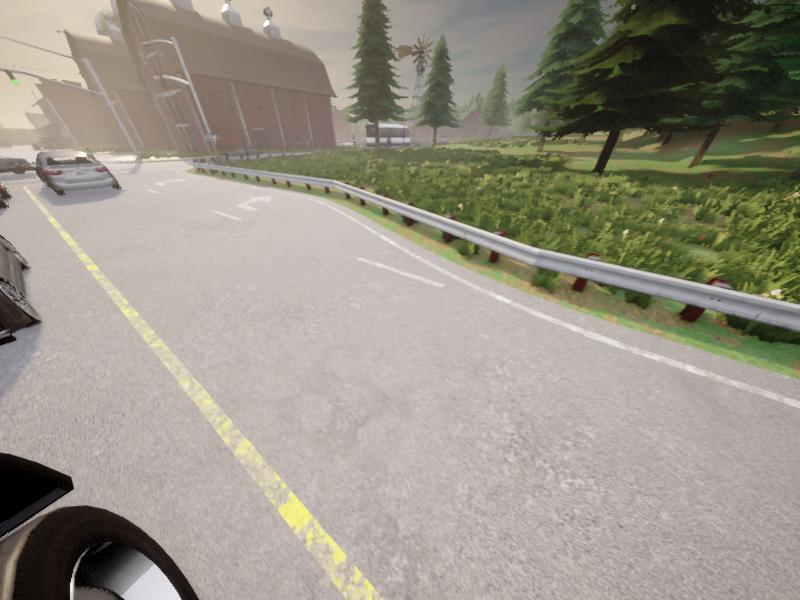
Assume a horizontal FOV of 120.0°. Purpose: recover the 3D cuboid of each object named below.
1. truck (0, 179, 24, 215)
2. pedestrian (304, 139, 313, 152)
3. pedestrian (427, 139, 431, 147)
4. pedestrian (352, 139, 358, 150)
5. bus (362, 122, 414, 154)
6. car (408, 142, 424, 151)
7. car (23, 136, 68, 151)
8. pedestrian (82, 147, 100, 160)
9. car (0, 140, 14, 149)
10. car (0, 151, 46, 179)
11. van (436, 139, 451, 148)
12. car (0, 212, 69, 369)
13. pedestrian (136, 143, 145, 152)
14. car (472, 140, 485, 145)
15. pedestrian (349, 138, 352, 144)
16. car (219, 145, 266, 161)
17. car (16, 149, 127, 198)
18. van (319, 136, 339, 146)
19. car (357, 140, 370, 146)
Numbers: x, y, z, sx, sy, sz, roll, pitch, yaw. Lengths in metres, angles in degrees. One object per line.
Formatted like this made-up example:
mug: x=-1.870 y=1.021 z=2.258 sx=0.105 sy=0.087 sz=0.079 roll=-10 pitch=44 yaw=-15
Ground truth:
truck: x=-16.600 y=-4.467 z=7.998 sx=5.204 sy=2.467 sz=2.627 roll=22 pitch=41 yaw=27
pedestrian: x=-15.369 y=-25.905 z=38.742 sx=0.751 sy=1.860 sz=0.751 roll=20 pitch=40 yaw=25
pedestrian: x=8.386 y=-45.244 z=66.366 sx=0.751 sy=1.860 sz=0.751 roll=22 pitch=40 yaw=27
pedestrian: x=-8.975 y=-30.847 z=45.804 sx=0.751 sy=1.860 sz=0.751 roll=17 pitch=39 yaw=23
bus: x=-1.973 y=-30.042 z=42.936 sx=3.944 sy=4.253 sz=10.273 roll=22 pitch=41 yaw=28
car: x=3.497 y=-33.275 z=49.928 sx=1.845 sy=1.501 sz=3.633 roll=22 pitch=41 yaw=28
car: x=-63.886 y=-28.251 z=41.717 sx=3.866 sy=1.878 sz=1.905 roll=-6 pitch=41 yaw=-6
pedestrian: x=-32.445 y=-15.347 z=24.248 sx=0.500 sy=1.100 sz=0.500 roll=1 pitch=35 yaw=1
car: x=-85.500 y=-33.578 z=49.709 sx=3.705 sy=1.549 sz=1.789 roll=22 pitch=40 yaw=27
car: x=-28.135 y=-8.883 z=15.173 sx=5.357 sy=1.411 sz=2.033 roll=-4 pitch=35 yaw=-6
van: x=12.187 y=-44.058 z=64.863 sx=2.069 sy=2.038 sz=4.480 roll=22 pitch=41 yaw=28
car: x=-7.043 y=-0.382 z=3.106 sx=4.902 sy=1.511 sz=2.128 roll=22 pitch=41 yaw=28
pedestrian: x=-39.465 y=-23.190 z=35.135 sx=0.500 sy=1.100 sz=0.500 roll=-28 pitch=44 yaw=-34
car: x=30.983 y=-62.108 z=91.128 sx=4.514 sy=1.525 sz=2.007 roll=0 pitch=35 yaw=0
pedestrian: x=-18.117 y=-57.964 z=84.261 sx=0.751 sy=1.860 sz=0.751 roll=-18 pitch=39 yaw=-24
car: x=-19.243 y=-18.173 z=28.469 sx=1.994 sy=1.385 sz=4.181 roll=22 pitch=41 yaw=28
car: x=-16.498 y=-6.523 z=11.631 sx=4.611 sy=1.667 sz=2.242 roll=21 pitch=40 yaw=27
van: x=-23.922 y=-53.465 z=77.638 sx=6.366 sy=2.431 sz=2.351 roll=21 pitch=40 yaw=27
car: x=-12.017 y=-51.569 z=75.850 sx=1.816 sy=1.474 sz=4.193 roll=22 pitch=41 yaw=28
